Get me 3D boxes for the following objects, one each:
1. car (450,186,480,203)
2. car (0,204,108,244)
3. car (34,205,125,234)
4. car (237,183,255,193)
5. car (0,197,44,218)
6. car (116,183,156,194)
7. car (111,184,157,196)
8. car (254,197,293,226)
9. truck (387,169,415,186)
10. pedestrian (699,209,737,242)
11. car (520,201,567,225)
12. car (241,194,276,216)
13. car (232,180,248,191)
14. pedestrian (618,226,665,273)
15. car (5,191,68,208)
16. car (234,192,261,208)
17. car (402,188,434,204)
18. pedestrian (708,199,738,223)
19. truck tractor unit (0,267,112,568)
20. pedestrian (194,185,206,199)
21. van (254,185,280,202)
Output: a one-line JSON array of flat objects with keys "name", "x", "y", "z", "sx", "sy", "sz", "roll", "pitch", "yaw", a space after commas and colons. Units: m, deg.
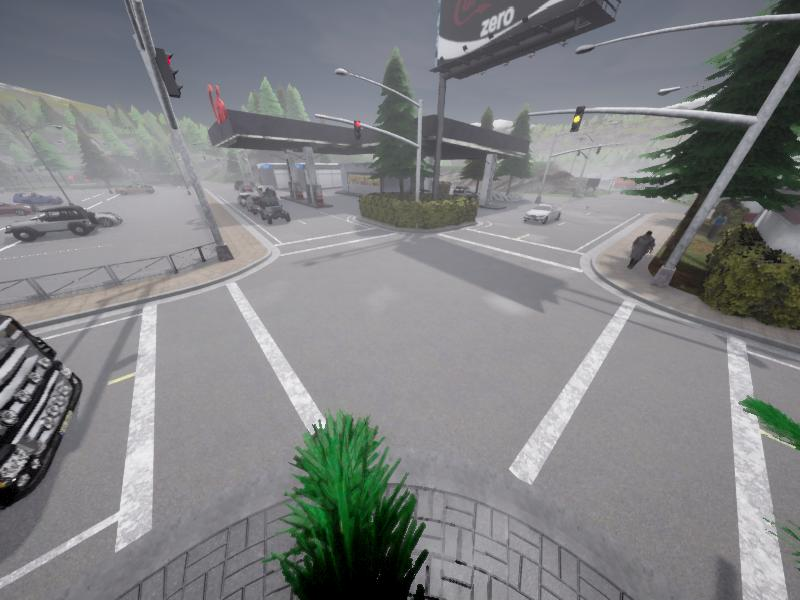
[{"name": "car", "x": 9.747, "y": -16.005, "z": 34.849, "sx": 1.905, "sy": 1.878, "sz": 3.866, "roll": -23, "pitch": 37, "yaw": -34}, {"name": "car", "x": -23.841, "y": -5.383, "z": 15.979, "sx": 3.866, "sy": 1.878, "sz": 1.905, "roll": -23, "pitch": 37, "yaw": -34}, {"name": "car", "x": -25.501, "y": -6.610, "z": 18.671, "sx": 3.806, "sy": 1.475, "sz": 1.970, "roll": -23, "pitch": 37, "yaw": -34}, {"name": "car", "x": -31.437, "y": -22.829, "z": 47.011, "sx": 2.007, "sy": 1.525, "sz": 4.514, "roll": -22, "pitch": 37, "yaw": -33}, {"name": "car", "x": -39.420, "y": -8.945, "z": 22.590, "sx": 4.514, "sy": 1.523, "sz": 2.007, "roll": -23, "pitch": 37, "yaw": -34}, {"name": "car", "x": -49.532, "y": -20.953, "z": 43.472, "sx": 4.514, "sy": 1.523, "sz": 2.007, "roll": -23, "pitch": 37, "yaw": -34}, {"name": "car", "x": -47.482, "y": -19.774, "z": 41.410, "sx": 5.027, "sy": 1.636, "sz": 2.152, "roll": -23, "pitch": 37, "yaw": -34}, {"name": "car", "x": -11.869, "y": -8.361, "z": 21.588, "sx": 1.905, "sy": 1.878, "sz": 3.866, "roll": -22, "pitch": 37, "yaw": -33}, {"name": "truck", "x": 0.169, "y": -34.211, "z": 64.420, "sx": 2.891, "sy": 3.827, "sz": 8.468, "roll": -22, "pitch": 37, "yaw": -33}, {"name": "pedestrian", "x": 20.916, "y": -4.902, "z": 15.218, "sx": 0.751, "sy": 1.860, "sz": 0.751, "roll": -23, "pitch": 37, "yaw": -34}, {"name": "car", "x": 13.323, "y": -8.082, "z": 21.356, "sx": 4.674, "sy": 1.442, "sz": 1.812, "roll": -22, "pitch": 36, "yaw": -34}, {"name": "car", "x": -15.972, "y": -10.737, "z": 25.967, "sx": 2.033, "sy": 1.649, "sz": 4.856, "roll": -22, "pitch": 37, "yaw": -33}, {"name": "car", "x": -35.570, "y": -25.495, "z": 51.265, "sx": 1.905, "sy": 1.878, "sz": 3.866, "roll": -22, "pitch": 37, "yaw": -33}, {"name": "pedestrian", "x": 10.957, "y": -2.284, "z": 10.537, "sx": 0.751, "sy": 1.860, "sz": 0.751, "roll": -22, "pitch": 36, "yaw": -33}, {"name": "car", "x": -45.788, "y": -12.777, "z": 29.270, "sx": 3.633, "sy": 1.501, "sz": 1.845, "roll": -23, "pitch": 37, "yaw": -34}, {"name": "car", "x": -19.994, "y": -13.111, "z": 30.230, "sx": 1.970, "sy": 1.475, "sz": 3.806, "roll": -22, "pitch": 37, "yaw": -33}, {"name": "car", "x": 2.620, "y": -15.713, "z": 34.677, "sx": 2.242, "sy": 1.667, "sz": 4.611, "roll": -23, "pitch": 37, "yaw": -34}, {"name": "pedestrian", "x": 28.370, "y": -7.801, "z": 20.301, "sx": 0.751, "sy": 1.860, "sz": 0.751, "roll": -17, "pitch": 34, "yaw": -27}, {"name": "truck tractor unit", "x": -7.998, "y": 1.781, "z": 1.313, "sx": 6.516, "sy": 4.208, "sz": 3.053, "roll": -23, "pitch": 37, "yaw": -34}, {"name": "pedestrian", "x": -30.571, "y": -16.435, "z": 35.250, "sx": 0.751, "sy": 1.860, "sz": 0.751, "roll": -23, "pitch": 37, "yaw": -34}, {"name": "van", "x": -20.427, "y": -16.383, "z": 35.315, "sx": 2.069, "sy": 2.038, "sz": 4.480, "roll": -23, "pitch": 35, "yaw": -34}]
